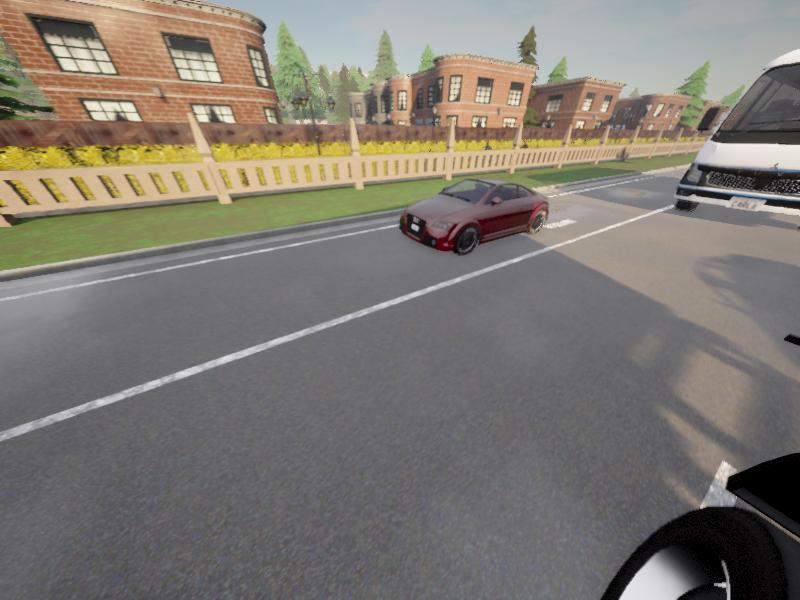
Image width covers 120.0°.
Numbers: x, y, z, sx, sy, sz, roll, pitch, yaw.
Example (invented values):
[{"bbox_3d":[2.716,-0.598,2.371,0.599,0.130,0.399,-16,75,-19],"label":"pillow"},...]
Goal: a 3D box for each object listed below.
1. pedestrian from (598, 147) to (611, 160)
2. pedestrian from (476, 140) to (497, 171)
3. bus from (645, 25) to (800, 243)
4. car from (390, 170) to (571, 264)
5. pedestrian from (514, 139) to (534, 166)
[{"bbox_3d":[21.276,-15.259,24.068,0.500,1.100,0.500,-19,39,-25],"label":"pedestrian"},{"bbox_3d":[6.184,-10.394,16.648,0.751,1.860,0.751,-19,39,-24],"label":"pedestrian"},{"bbox_3d":[14.036,-5.313,7.623,10.273,4.253,3.944,-19,39,-24],"label":"bus"},{"bbox_3d":[2.078,-2.448,6.166,4.181,1.385,1.994,-19,39,-24],"label":"car"},{"bbox_3d":[10.317,-12.276,19.277,0.751,1.860,0.751,-19,39,-24],"label":"pedestrian"}]
